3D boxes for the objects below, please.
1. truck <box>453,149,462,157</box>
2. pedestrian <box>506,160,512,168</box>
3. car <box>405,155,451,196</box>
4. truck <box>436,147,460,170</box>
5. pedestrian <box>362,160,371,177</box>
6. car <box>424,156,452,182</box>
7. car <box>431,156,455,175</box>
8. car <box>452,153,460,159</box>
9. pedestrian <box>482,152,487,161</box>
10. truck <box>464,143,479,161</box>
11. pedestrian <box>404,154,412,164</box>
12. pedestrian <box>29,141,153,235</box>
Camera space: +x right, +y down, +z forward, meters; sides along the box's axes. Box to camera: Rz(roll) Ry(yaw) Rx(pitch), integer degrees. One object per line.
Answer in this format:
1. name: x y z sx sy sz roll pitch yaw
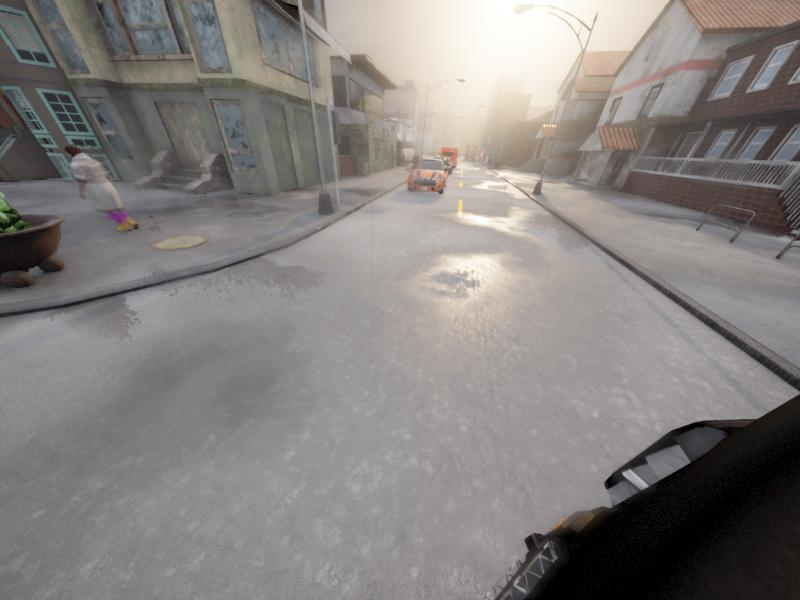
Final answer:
1. truck: 22.038 -56.179 88.298 2.627 2.467 5.204 9 34 9
2. pedestrian: 17.341 -21.712 36.856 0.500 1.100 0.500 8 34 7
3. car: 1.873 -7.905 14.429 2.097 1.767 4.553 9 34 9
4. truck: 6.577 -19.363 31.478 2.627 2.467 5.204 9 34 9
5. pedestrian: -2.635 -10.328 18.149 0.500 1.100 0.500 27 40 31
6. car: 3.330 -11.316 19.864 1.851 1.617 3.988 9 34 9
7. car: 4.832 -14.862 25.406 2.038 1.542 4.974 9 34 9
8. car: 17.015 -43.831 70.221 2.033 1.411 5.357 9 34 9
9. pedestrian: 22.924 -38.955 62.651 0.751 1.860 0.751 3 33 1
10. truck: 19.571 -40.885 63.762 2.891 3.827 8.468 9 34 9
11. pedestrian: 1.194 -21.308 34.879 0.751 1.300 0.751 26 40 31
12. pedestrian: -6.991 -2.566 5.402 0.751 1.860 0.751 -4 34 -10
